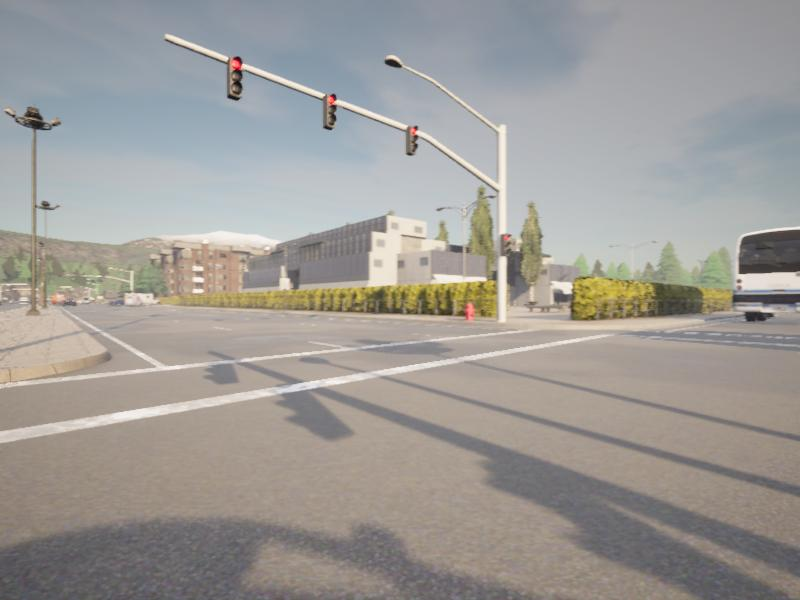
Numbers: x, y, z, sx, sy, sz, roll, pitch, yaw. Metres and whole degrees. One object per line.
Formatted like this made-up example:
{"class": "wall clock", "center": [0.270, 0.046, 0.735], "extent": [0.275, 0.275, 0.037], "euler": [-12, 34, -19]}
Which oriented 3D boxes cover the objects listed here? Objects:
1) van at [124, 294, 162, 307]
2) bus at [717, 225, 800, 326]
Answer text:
{"class": "van", "center": [-50.043, 0.028, 78.068], "extent": [2.351, 2.431, 6.366], "euler": [0, 0, 16]}
{"class": "bus", "center": [20.270, -1.062, 20.816], "extent": [10.273, 4.253, 3.944], "euler": [0, 0, -40]}
